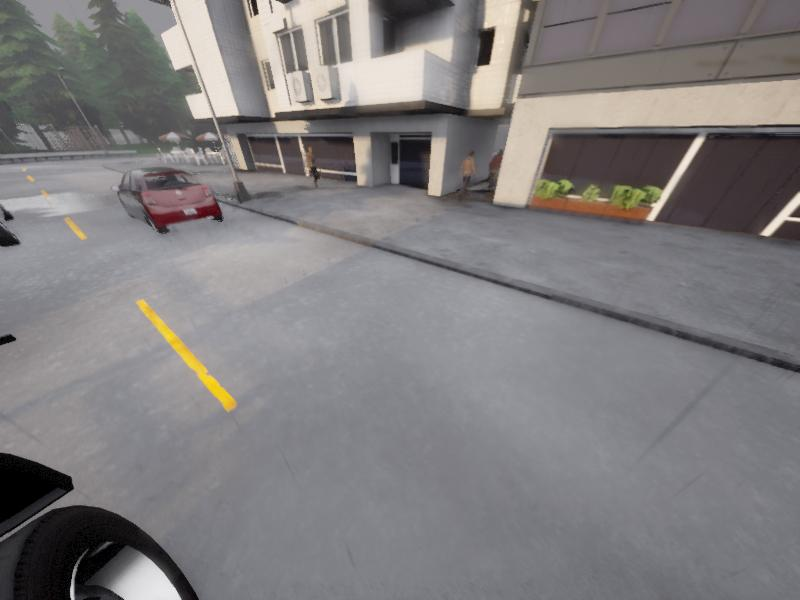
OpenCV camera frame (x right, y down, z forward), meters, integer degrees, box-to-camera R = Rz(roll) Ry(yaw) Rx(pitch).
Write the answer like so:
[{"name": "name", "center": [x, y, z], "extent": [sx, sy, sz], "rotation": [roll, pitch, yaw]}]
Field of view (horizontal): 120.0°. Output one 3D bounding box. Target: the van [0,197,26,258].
[{"name": "van", "center": [-11.794, -2.656, 5.411], "extent": [5.915, 2.561, 1.988], "rotation": [22, 41, 28]}]

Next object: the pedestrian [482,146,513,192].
[{"name": "pedestrian", "center": [4.673, -6.339, 11.194], "extent": [0.751, 1.860, 0.751], "rotation": [28, 43, 33]}]

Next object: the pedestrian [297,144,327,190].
[{"name": "pedestrian", "center": [-4.263, -6.493, 11.307], "extent": [0.751, 1.860, 0.751], "rotation": [21, 40, 27]}]

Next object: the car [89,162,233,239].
[{"name": "car", "center": [-7.367, -3.264, 7.182], "extent": [3.633, 1.501, 1.845], "rotation": [22, 41, 28]}]

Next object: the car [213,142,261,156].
[{"name": "car", "center": [-23.843, -22.368, 34.110], "extent": [1.930, 1.638, 5.238], "rotation": [22, 41, 28]}]

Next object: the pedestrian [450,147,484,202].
[{"name": "pedestrian", "center": [2.721, -5.131, 9.465], "extent": [0.751, 1.860, 0.751], "rotation": [-28, 44, -34]}]

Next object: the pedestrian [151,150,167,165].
[{"name": "pedestrian", "center": [-21.603, -12.756, 20.720], "extent": [0.500, 1.100, 0.500], "rotation": [23, 41, 29]}]
